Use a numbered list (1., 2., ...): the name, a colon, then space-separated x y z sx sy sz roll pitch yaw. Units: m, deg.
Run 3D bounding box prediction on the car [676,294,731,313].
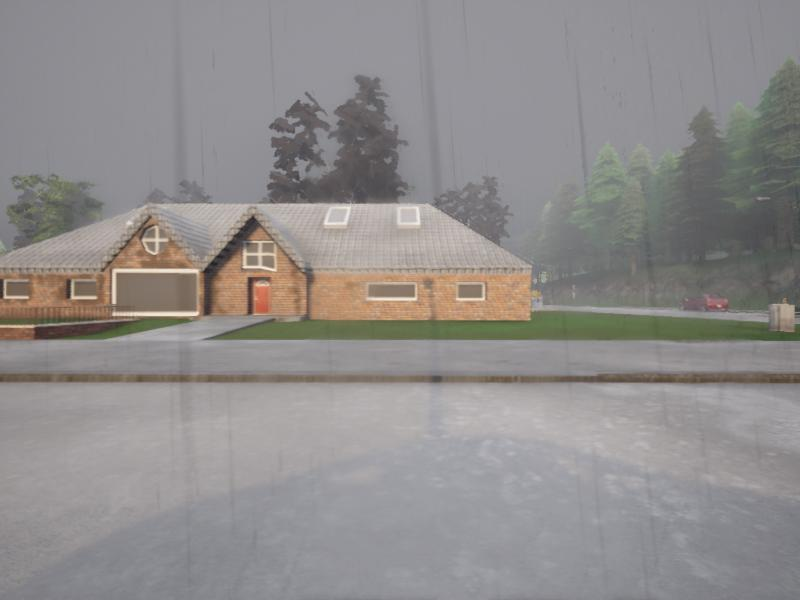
1. car: 24.995 0.251 33.104 1.845 1.501 3.633 0 0 0
